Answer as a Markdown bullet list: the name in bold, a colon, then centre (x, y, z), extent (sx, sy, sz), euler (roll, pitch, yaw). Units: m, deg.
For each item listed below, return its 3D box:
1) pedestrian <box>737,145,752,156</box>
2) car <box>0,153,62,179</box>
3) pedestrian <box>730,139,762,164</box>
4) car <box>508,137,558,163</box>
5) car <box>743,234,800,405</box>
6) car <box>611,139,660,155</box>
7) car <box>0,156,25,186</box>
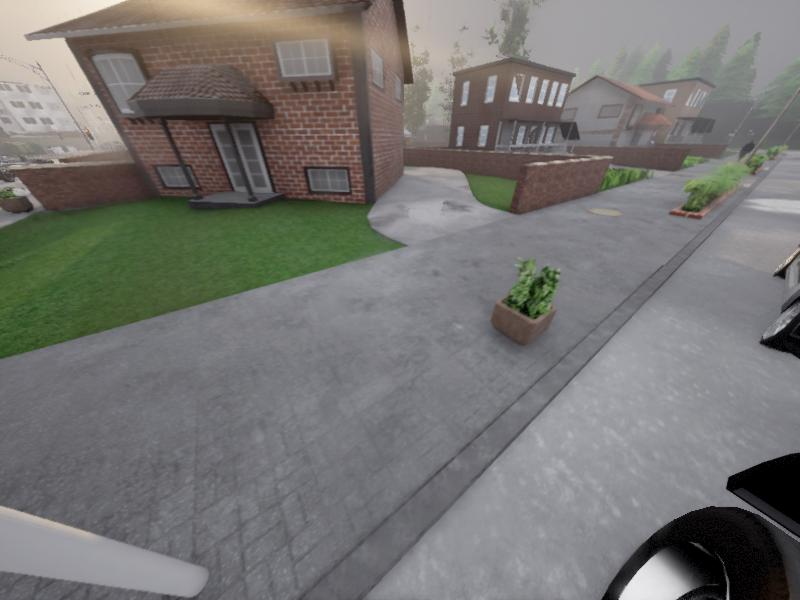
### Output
- **pedestrian**: centre (42.748, -18.553, 28.673), extent (0.500, 1.100, 0.500), euler (-22, 41, -28)
- **car**: centre (-28.681, -10.251, 17.545), extent (1.895, 1.301, 4.718), euler (-21, 40, -27)
- **pedestrian**: centre (30.749, -13.231, 20.569), extent (0.751, 1.860, 0.751), euler (-22, 40, -27)
- **car**: centre (12.085, -13.752, 21.085), extent (3.866, 1.878, 1.905), euler (-22, 41, -28)
- **car**: centre (6.552, -0.189, 2.706), extent (5.238, 1.638, 1.930), euler (-22, 41, -28)
- **car**: centre (28.903, -18.882, 28.498), extent (1.845, 1.501, 3.633), euler (-22, 41, -28)
- **car**: centre (-24.533, -7.055, 12.896), extent (2.033, 1.411, 5.357), euler (-22, 41, -28)
